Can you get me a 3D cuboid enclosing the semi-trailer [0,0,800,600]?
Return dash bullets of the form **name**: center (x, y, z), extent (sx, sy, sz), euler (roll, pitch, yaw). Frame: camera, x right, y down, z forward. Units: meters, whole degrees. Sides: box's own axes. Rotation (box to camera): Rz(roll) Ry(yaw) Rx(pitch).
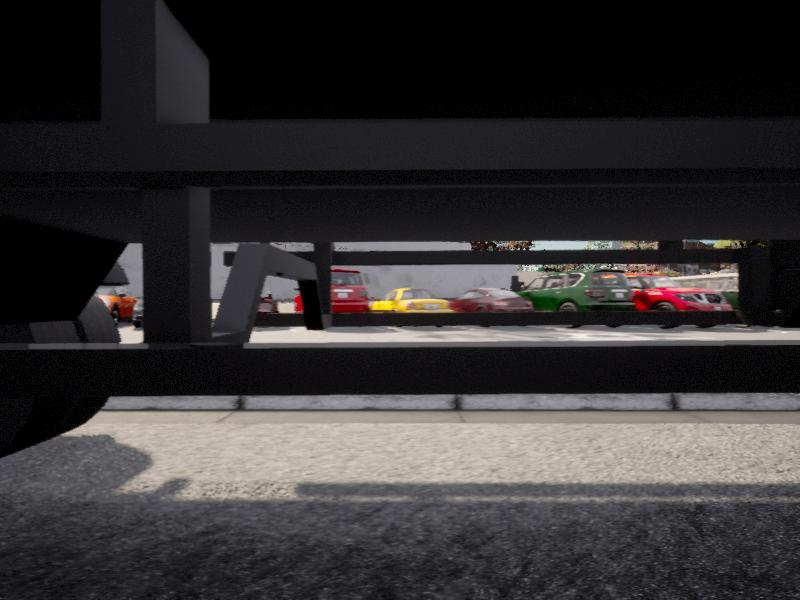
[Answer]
- **semi-trailer**: center (-1.257, -1.220, 1.691), extent (14.254, 4.402, 2.717), euler (0, 0, 0)
